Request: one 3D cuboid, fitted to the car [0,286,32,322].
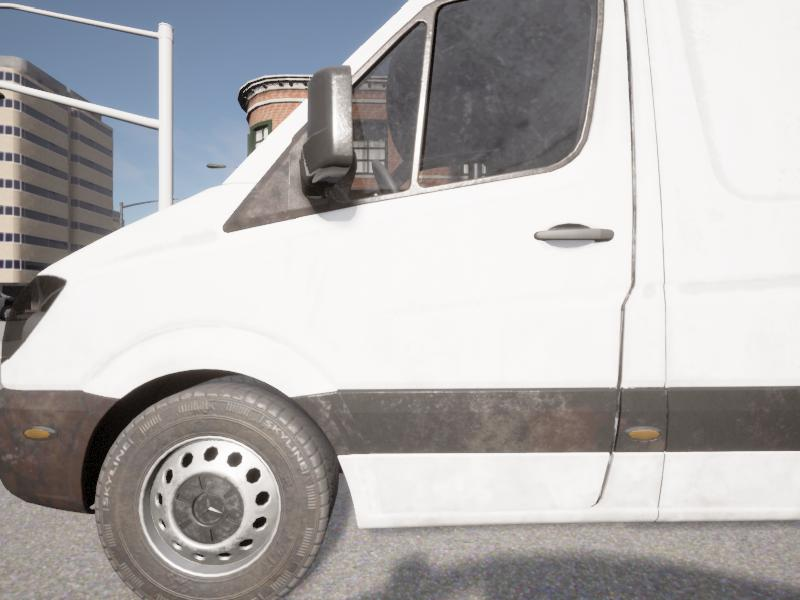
[{"bbox_3d":[-18.959,0.171,16.967,1.930,1.638,5.238,0,0,-1],"label":"car"}]

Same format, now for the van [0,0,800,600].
[{"bbox_3d":[1.351,-0.278,2.210,5.915,2.561,1.988,0,0,0],"label":"van"}]
